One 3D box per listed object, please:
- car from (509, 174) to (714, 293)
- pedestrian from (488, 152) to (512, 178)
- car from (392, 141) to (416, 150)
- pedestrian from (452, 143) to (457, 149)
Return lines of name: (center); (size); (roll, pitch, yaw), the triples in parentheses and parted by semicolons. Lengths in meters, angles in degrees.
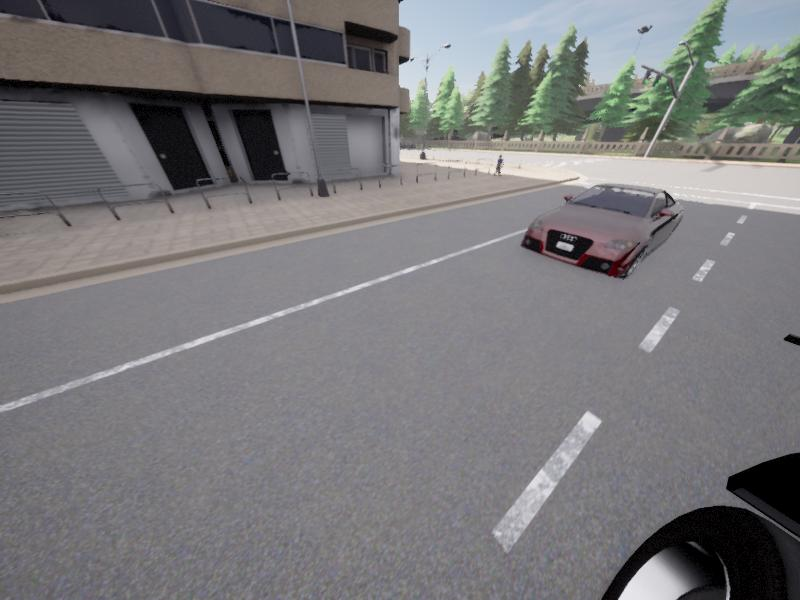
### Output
car: (4.809, -1.851, 5.300); (4.181, 1.385, 1.994); (-22, 41, -28)
pedestrian: (6.123, -8.303, 14.191); (0.751, 1.300, 0.751); (-22, 41, -28)
car: (0.838, -31.824, 47.608); (4.892, 1.490, 1.837); (25, 42, 31)
pedestrian: (10.511, -29.770, 44.648); (0.500, 1.100, 0.500); (26, 43, 32)
